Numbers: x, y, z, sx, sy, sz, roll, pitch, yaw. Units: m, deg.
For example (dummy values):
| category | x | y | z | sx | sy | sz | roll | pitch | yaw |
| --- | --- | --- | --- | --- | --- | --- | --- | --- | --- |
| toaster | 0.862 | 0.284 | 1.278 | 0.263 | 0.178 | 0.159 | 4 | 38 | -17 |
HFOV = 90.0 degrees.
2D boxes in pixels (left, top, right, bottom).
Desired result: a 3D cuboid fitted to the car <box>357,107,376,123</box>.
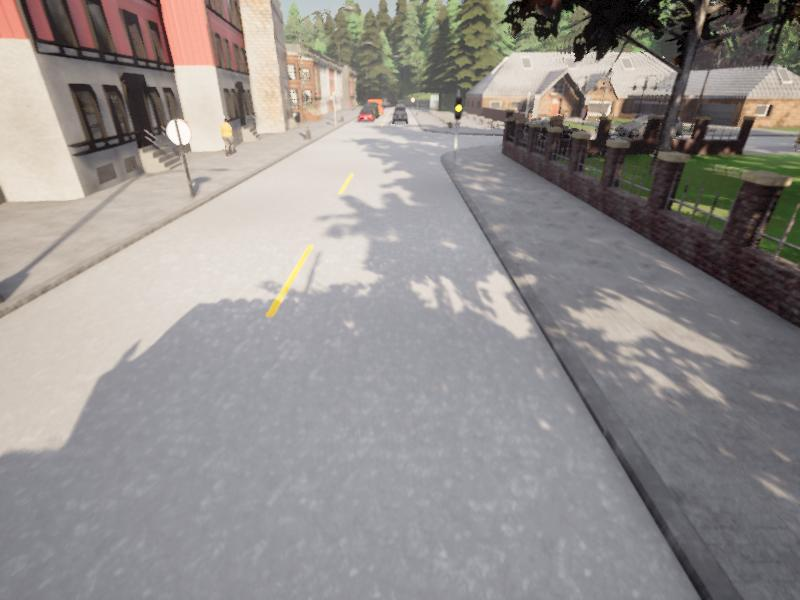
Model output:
| category | x | y | z | sx | sy | sz | roll | pitch | yaw |
| --- | --- | --- | --- | --- | --- | --- | --- | --- | --- |
| car | -3.985 | -22.410 | 48.414 | 2.007 | 1.525 | 4.514 | 0 | 27 | 0 |

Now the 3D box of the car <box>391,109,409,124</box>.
| category | x | y | z | sx | sy | sz | roll | pitch | yaw |
| --- | --- | --- | --- | --- | --- | --- | --- | --- | --- |
| car | 0.012 | -21.482 | 46.784 | 2.033 | 1.411 | 5.357 | 0 | 27 | 0 |

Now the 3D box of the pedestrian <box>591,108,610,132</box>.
| category | x | y | z | sx | sy | sz | roll | pitch | yaw |
| --- | --- | --- | --- | --- | --- | --- | --- | --- | --- |
| pedestrian | 17.309 | -15.530 | 34.540 | 0.751 | 1.860 | 0.751 | -16 | 31 | -29 |

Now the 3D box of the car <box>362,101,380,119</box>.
| category | x | y | z | sx | sy | sz | roll | pitch | yaw |
| --- | --- | --- | --- | --- | --- | --- | --- | --- | --- |
| car | -3.988 | -26.396 | 55.583 | 2.150 | 2.045 | 5.566 | 0 | 27 | 0 |

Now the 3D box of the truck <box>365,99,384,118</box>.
| category | x | y | z | sx | sy | sz | roll | pitch | yaw |
| --- | --- | --- | --- | --- | --- | --- | --- | --- | --- |
| truck | -3.959 | -30.291 | 63.158 | 2.627 | 2.467 | 5.204 | 0 | 27 | 0 |

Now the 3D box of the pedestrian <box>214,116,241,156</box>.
| category | x | y | z | sx | sy | sz | roll | pitch | yaw |
| --- | --- | --- | --- | --- | --- | --- | --- | --- | --- |
| pedestrian | -8.891 | -8.467 | 20.676 | 0.751 | 1.860 | 0.751 | 1 | 27 | 1 |

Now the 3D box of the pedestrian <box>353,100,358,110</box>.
| category | x | y | z | sx | sy | sz | roll | pitch | yaw |
| --- | --- | --- | --- | --- | --- | --- | --- | --- | --- |
| pedestrian | -8.726 | -38.055 | 78.105 | 0.751 | 1.860 | 0.751 | 7 | 28 | 12 |

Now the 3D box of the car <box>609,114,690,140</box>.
| category | x | y | z | sx | sy | sz | roll | pitch | yaw |
| --- | --- | --- | --- | --- | --- | --- | --- | --- | --- |
| car | 19.164 | -13.413 | 30.950 | 4.611 | 1.667 | 2.242 | 1 | 27 | 1 |

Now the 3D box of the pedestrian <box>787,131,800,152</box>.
| category | x | y | z | sx | sy | sz | roll | pitch | yaw |
| --- | --- | --- | --- | --- | --- | --- | --- | --- | --- |
| pedestrian | 22.817 | -9.046 | 22.841 | 0.500 | 1.100 | 0.500 | 0 | 27 | 0 |

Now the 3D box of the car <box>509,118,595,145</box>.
| category | x | y | z | sx | sy | sz | roll | pitch | yaw |
| --- | --- | --- | --- | --- | --- | --- | --- | --- | --- |
| car | 10.339 | -11.638 | 27.592 | 5.008 | 1.535 | 1.882 | 0 | 27 | 0 |

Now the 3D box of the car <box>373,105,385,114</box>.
| category | x | y | z | sx | sy | sz | roll | pitch | yaw |
| --- | --- | --- | --- | --- | --- | --- | --- | --- | --- |
| car | -3.927 | -35.803 | 75.130 | 1.895 | 1.301 | 4.718 | 0 | 27 | 0 |

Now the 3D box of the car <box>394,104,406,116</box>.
| category | x | y | z | sx | sy | sz | roll | pitch | yaw |
| --- | --- | --- | --- | --- | --- | --- | --- | --- | --- |
| car | 0.044 | -30.510 | 64.197 | 1.837 | 1.490 | 4.892 | 0 | 27 | 0 |
